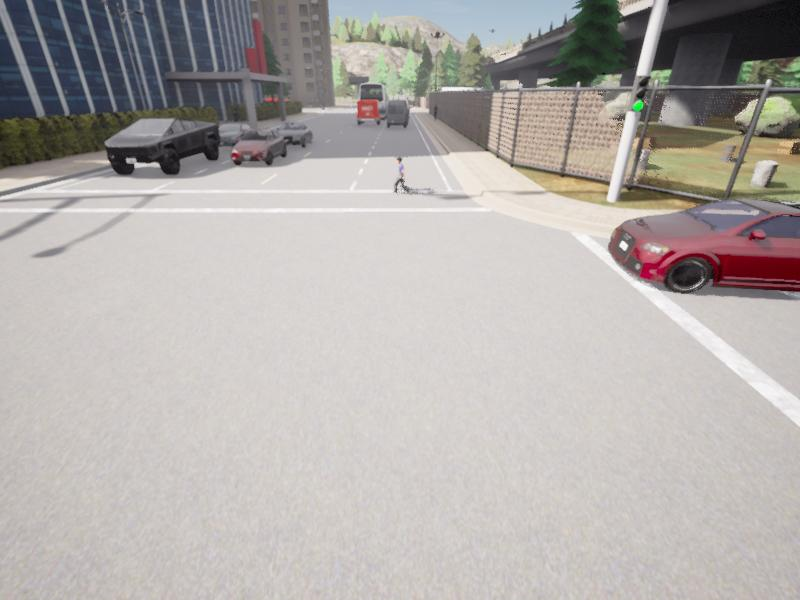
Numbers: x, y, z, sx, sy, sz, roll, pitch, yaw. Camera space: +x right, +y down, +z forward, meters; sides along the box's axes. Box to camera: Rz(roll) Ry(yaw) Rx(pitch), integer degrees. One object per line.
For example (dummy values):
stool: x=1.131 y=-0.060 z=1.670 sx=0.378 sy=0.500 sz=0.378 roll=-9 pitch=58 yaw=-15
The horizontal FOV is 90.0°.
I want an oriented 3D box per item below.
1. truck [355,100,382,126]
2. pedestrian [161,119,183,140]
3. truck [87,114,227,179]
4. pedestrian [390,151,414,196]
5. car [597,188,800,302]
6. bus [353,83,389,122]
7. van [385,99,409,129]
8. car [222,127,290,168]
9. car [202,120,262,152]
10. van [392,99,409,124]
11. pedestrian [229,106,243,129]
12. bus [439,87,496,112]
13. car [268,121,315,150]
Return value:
truck: x=-3.441 y=-20.988 z=44.731 sx=2.627 sy=2.467 sz=5.204 roll=0 pitch=27 yaw=0
pedestrian: x=-16.001 y=-12.002 z=28.121 sx=0.751 sy=1.300 sz=0.751 roll=3 pitch=27 yaw=5
truck: x=-10.470 y=-7.153 z=18.200 sx=2.390 sy=2.098 sz=6.274 roll=0 pitch=27 yaw=0
pedestrian: x=0.077 y=-4.200 z=13.284 sx=0.751 sy=1.300 sz=0.751 roll=2 pitch=27 yaw=3
car: x=6.223 y=-1.067 z=7.272 sx=4.181 sy=1.385 sz=1.994 roll=4 pitch=27 yaw=7
bus: x=-3.552 y=-26.160 z=52.856 sx=3.944 sy=4.253 sz=10.273 roll=0 pitch=27 yaw=0
van: x=-0.210 y=-19.265 z=41.311 sx=1.988 sy=2.561 sz=5.915 roll=2 pitch=27 yaw=3
car: x=-6.967 y=-7.693 z=19.938 sx=1.816 sy=1.474 sz=4.193 roll=0 pitch=27 yaw=0
car: x=-10.461 y=-10.453 z=25.342 sx=1.812 sy=1.442 sz=4.674 roll=0 pitch=27 yaw=0
van: x=0.067 y=-23.090 z=48.759 sx=1.988 sy=2.561 sz=5.915 roll=0 pitch=27 yaw=0
pedestrian: x=-15.113 y=-16.819 z=36.887 sx=0.751 sy=1.860 sz=0.751 roll=0 pitch=27 yaw=0
bus: x=12.999 y=-39.267 z=78.505 sx=10.273 sy=4.253 sz=3.944 roll=0 pitch=27 yaw=0
car: x=-6.970 y=-10.844 z=26.189 sx=1.994 sy=1.385 sz=4.181 roll=0 pitch=27 yaw=-1
